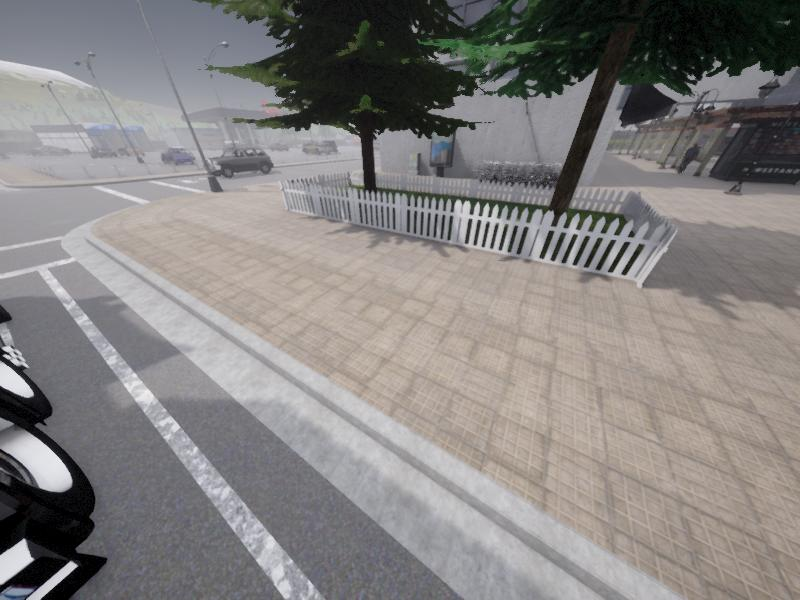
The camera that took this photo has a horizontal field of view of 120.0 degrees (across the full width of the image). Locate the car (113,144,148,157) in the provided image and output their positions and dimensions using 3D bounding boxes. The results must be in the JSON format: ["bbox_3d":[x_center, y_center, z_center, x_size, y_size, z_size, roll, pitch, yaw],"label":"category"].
[{"bbox_3d":[-43.982,-24.354,37.649,5.027,1.636,2.152,19,39,26],"label":"car"}]

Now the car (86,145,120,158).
[{"bbox_3d":[-45.596,-22.803,35.451,4.514,1.523,2.007,19,39,26],"label":"car"}]

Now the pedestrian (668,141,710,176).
[{"bbox_3d":[18.739,-9.208,15.015,0.751,1.860,0.751,-15,38,-21],"label":"pedestrian"}]

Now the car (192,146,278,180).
[{"bbox_3d":[-12.130,-10.494,17.469,1.932,1.855,4.605,19,39,26],"label":"car"}]

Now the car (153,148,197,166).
[{"bbox_3d":[-23.493,-14.984,24.133,3.633,1.501,1.845,19,39,26],"label":"car"}]

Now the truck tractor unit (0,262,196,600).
[{"bbox_3d":[-5.110,-0.300,0.791,6.516,4.208,3.053,18,39,24],"label":"truck tractor unit"}]

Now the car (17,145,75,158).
[{"bbox_3d":[-61.492,-25.964,40.254,1.930,1.638,5.238,20,40,26],"label":"car"}]

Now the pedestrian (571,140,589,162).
[{"bbox_3d":[18.881,-15.674,24.287,0.751,1.860,0.751,-27,43,-33],"label":"pedestrian"}]
